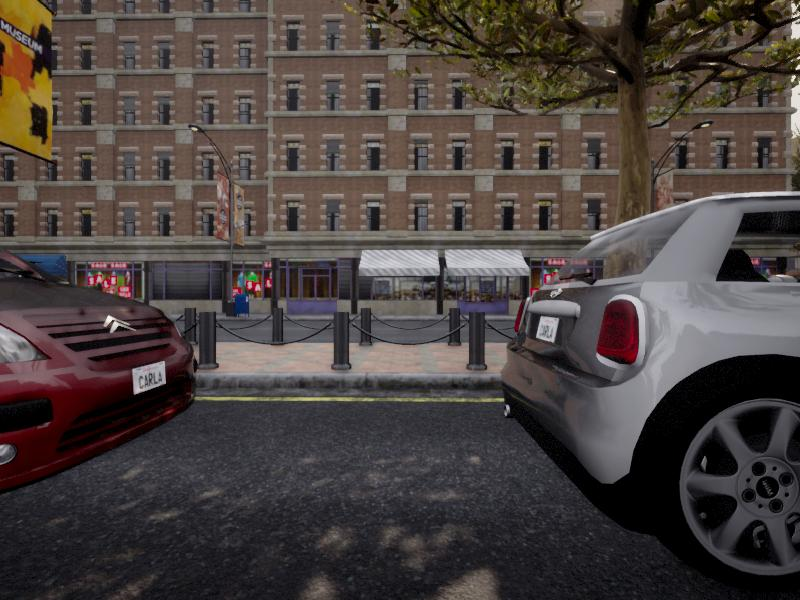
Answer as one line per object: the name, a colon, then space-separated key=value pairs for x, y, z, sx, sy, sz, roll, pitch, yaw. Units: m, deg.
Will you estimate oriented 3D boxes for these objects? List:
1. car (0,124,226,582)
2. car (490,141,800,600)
car: x=-3.390 y=0.188 z=2.287 sx=3.988 sy=1.617 sz=1.851 roll=0 pitch=0 yaw=1
car: x=2.600 y=0.253 z=2.173 sx=3.806 sy=1.475 sz=1.970 roll=0 pitch=0 yaw=1
